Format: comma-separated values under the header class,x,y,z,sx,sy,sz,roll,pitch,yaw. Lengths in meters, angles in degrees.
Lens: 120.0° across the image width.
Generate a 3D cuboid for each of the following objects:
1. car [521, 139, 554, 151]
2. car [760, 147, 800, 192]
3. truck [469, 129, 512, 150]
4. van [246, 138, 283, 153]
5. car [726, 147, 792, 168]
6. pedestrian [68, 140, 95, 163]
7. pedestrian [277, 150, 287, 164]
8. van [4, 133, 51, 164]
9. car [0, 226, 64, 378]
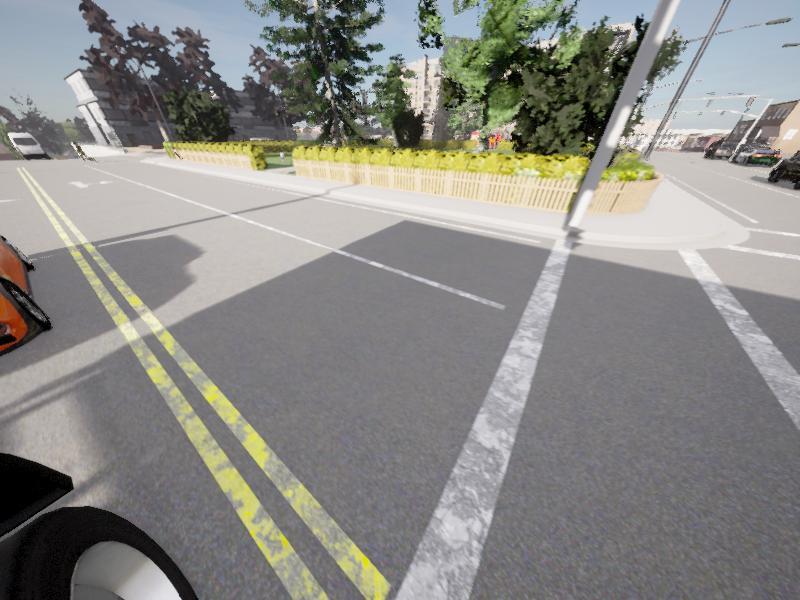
class,x,y,z,sx,sy,sz,roll,pitch,yaw
car,30.092,-34.111,50.775,5.566,2.045,2.150,23,41,29
car,22.778,-7.032,12.436,1.932,1.855,4.605,23,41,28
truck,21.549,-38.505,55.395,8.468,3.827,2.891,24,41,29
van,-22.690,-26.061,38.944,2.069,2.038,4.480,22,41,28
car,37.005,-14.937,24.061,2.038,1.542,4.974,22,41,28
pedestrian,-31.052,-14.446,22.513,0.751,1.860,0.751,26,42,31
pedestrian,-10.930,-13.294,21.438,0.500,1.100,0.500,-13,37,-18
van,-46.931,-19.084,29.291,5.915,2.561,1.988,14,37,33
car,-6.708,-0.327,2.766,4.553,1.767,2.097,22,41,28
